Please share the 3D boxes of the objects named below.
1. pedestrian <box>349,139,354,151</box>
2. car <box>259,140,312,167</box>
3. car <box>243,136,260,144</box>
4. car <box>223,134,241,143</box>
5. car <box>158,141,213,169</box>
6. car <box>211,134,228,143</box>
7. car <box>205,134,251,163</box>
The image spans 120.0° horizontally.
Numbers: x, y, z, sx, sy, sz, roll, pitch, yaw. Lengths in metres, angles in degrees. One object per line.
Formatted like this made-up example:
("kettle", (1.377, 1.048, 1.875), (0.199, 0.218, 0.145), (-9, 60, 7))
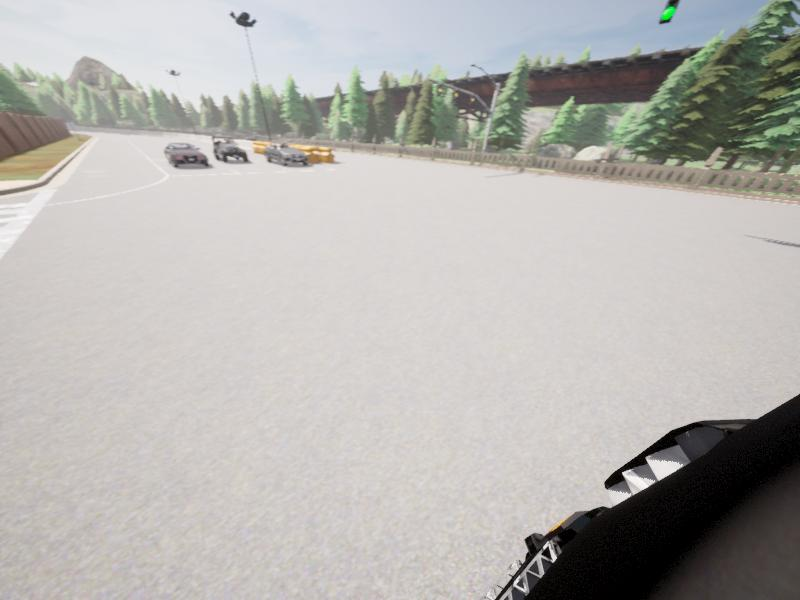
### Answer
("pedestrian", (-9.969, -31.839, 47.441), (0.751, 1.860, 0.751), (-26, 44, -36))
("car", (-10.182, -12.980, 20.452), (5.027, 1.651, 2.152), (31, 43, 34))
("car", (-37.603, -40.613, 58.516), (4.892, 1.490, 1.837), (29, 42, 33))
("car", (-42.286, -40.568, 58.014), (4.974, 1.542, 2.038), (29, 42, 33))
("car", (-15.265, -10.351, 16.412), (4.181, 1.385, 1.994), (31, 43, 34))
("car", (-42.352, -37.895, 54.166), (3.806, 1.475, 1.970), (30, 42, 33))
("car", (-14.931, -13.168, 20.084), (3.866, 1.878, 1.905), (31, 43, 34))
